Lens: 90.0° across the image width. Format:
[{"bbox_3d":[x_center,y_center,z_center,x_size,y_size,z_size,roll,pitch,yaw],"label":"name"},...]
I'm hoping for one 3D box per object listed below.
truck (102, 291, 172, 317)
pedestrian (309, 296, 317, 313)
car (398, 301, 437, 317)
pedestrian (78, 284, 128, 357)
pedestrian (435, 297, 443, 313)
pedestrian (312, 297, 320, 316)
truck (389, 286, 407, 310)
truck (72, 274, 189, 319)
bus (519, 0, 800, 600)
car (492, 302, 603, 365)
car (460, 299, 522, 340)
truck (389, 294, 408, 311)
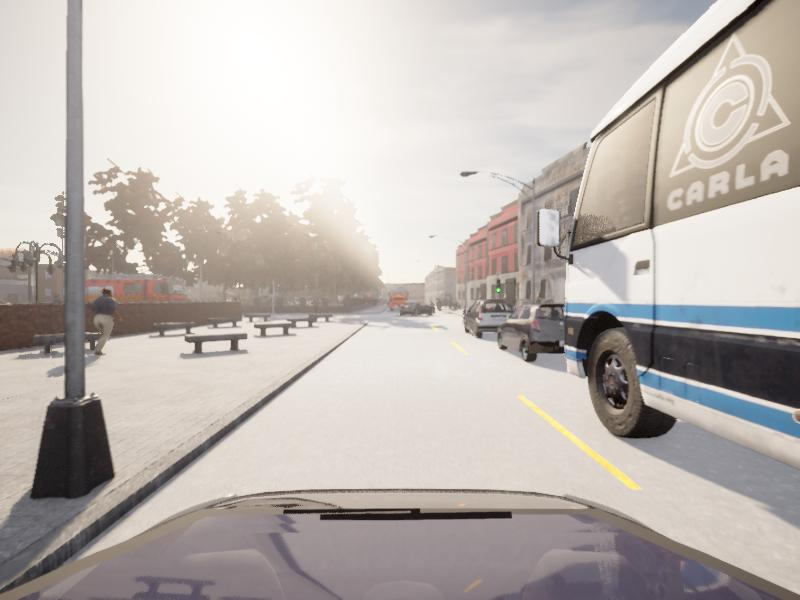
[{"bbox_3d":[-25.933,0.345,39.585,5.204,2.467,2.627,0,0,-1],"label":"truck"},{"bbox_3d":[-9.810,0.521,44.899,0.751,1.860,0.751,0,0,0],"label":"pedestrian"},{"bbox_3d":[1.787,0.842,40.034,1.970,1.475,3.806,0,0,40],"label":"car"},{"bbox_3d":[-7.873,0.529,10.631,0.751,1.860,0.751,0,0,5],"label":"pedestrian"},{"bbox_3d":[4.564,0.624,46.751,0.751,1.860,0.751,0,0,21],"label":"pedestrian"},{"bbox_3d":[-8.403,0.626,40.182,0.751,1.860,0.751,0,0,-7],"label":"pedestrian"},{"bbox_3d":[-0.287,-0.340,68.723,2.891,3.827,8.468,0,0,0],"label":"truck"},{"bbox_3d":[-23.745,-0.331,35.582,8.468,3.827,2.891,0,0,0],"label":"truck"},{"bbox_3d":[3.873,-0.534,1.221,3.944,4.253,10.273,0,0,0],"label":"bus"},{"bbox_3d":[3.972,0.823,11.464,1.845,1.501,3.633,0,0,0],"label":"car"},{"bbox_3d":[3.959,0.783,18.010,1.851,1.617,3.988,0,0,0],"label":"car"},{"bbox_3d":[-0.253,0.340,59.562,2.627,2.467,5.204,0,0,-1],"label":"truck"}]
